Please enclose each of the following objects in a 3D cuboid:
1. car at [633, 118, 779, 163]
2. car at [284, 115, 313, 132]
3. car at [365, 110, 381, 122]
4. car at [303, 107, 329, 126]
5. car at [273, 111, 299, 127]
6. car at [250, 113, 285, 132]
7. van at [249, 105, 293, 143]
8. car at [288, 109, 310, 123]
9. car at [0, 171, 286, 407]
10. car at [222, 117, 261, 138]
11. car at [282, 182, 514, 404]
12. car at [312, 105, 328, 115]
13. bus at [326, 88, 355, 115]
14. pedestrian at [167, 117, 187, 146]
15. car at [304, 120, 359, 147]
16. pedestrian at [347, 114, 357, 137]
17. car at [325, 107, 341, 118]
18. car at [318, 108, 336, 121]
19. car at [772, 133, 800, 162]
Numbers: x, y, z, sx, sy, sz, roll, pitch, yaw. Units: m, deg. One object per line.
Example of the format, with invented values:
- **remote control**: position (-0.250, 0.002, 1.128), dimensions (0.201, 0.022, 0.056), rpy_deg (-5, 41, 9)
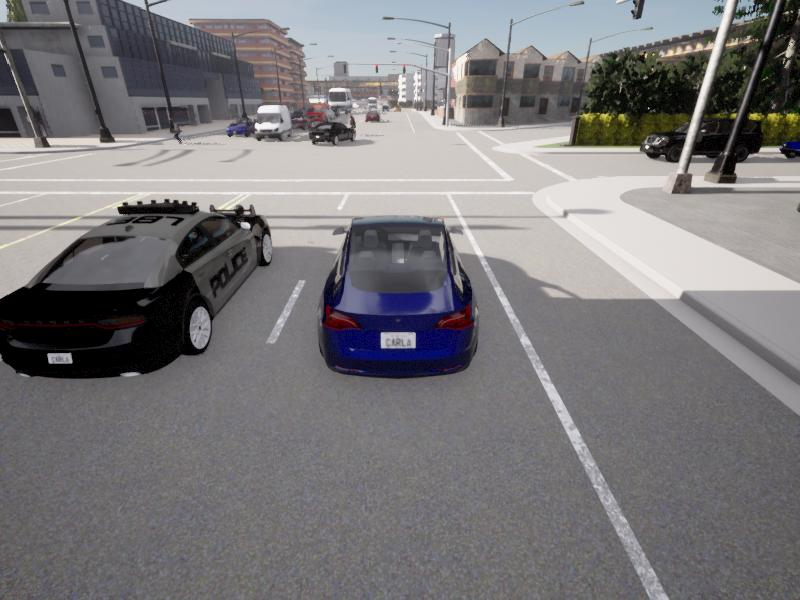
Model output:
- **car**: position (15.946, -8.467, 21.181), dimensions (5.566, 2.045, 2.150), rpy_deg (0, 26, 0)
- **car**: position (-10.734, -18.825, 42.603), dimensions (1.812, 1.442, 4.674), rpy_deg (0, 27, 0)
- **car**: position (-3.875, -26.630, 57.811), dimensions (1.994, 1.385, 4.181), rpy_deg (0, 28, 0)
- **car**: position (-10.823, -23.845, 51.767), dimensions (2.150, 2.045, 5.566), rpy_deg (0, 27, 0)
- **car**: position (-14.323, -22.987, 50.655), dimensions (1.882, 1.535, 5.008), rpy_deg (0, 27, 0)
- **car**: position (-14.274, -19.342, 43.426), dimensions (1.930, 1.638, 5.238), rpy_deg (0, 26, 0)
- **van**: position (-10.395, -14.507, 32.796), dimensions (1.988, 2.561, 5.915), rpy_deg (-2, 27, -4)
- **car**: position (-14.368, -26.333, 57.109), dimensions (1.837, 1.490, 4.892), rpy_deg (0, 28, 0)
- **car**: position (-3.523, -0.753, 6.336), dimensions (1.930, 1.638, 5.238), rpy_deg (0, 27, 0)
- **car**: position (-14.224, -15.592, 36.132), dimensions (1.816, 1.474, 4.193), rpy_deg (0, 27, 0)
- **car**: position (-0.031, -0.603, 6.211), dimensions (2.163, 1.488, 4.792), rpy_deg (0, 27, 0)
- **car**: position (-14.468, -34.375, 72.311), dimensions (1.882, 1.535, 5.008), rpy_deg (0, 27, 0)
- **bus**: position (-10.865, -36.935, 74.340), dimensions (3.944, 4.253, 10.273), rpy_deg (0, 27, 0)
- **pedestrian**: position (-15.966, -12.107, 28.681), dimensions (0.751, 1.860, 0.751), rpy_deg (-19, 32, -33)
- **car**: position (-5.027, -12.671, 30.226), dimensions (1.882, 1.535, 5.008), rpy_deg (9, 28, 17)
- **pedestrian**: position (-4.232, -15.551, 35.586), dimensions (0.751, 1.860, 0.751), rpy_deg (-4, 27, -8)
- **car**: position (-10.922, -30.835, 65.611), dimensions (1.816, 1.474, 4.193), rpy_deg (0, 28, 0)
- **car**: position (-10.884, -27.820, 59.977), dimensions (1.812, 1.442, 4.674), rpy_deg (0, 28, 0)
- **car**: position (23.278, -8.124, 21.333), dimensions (4.718, 1.301, 1.895), rpy_deg (0, 26, 0)
